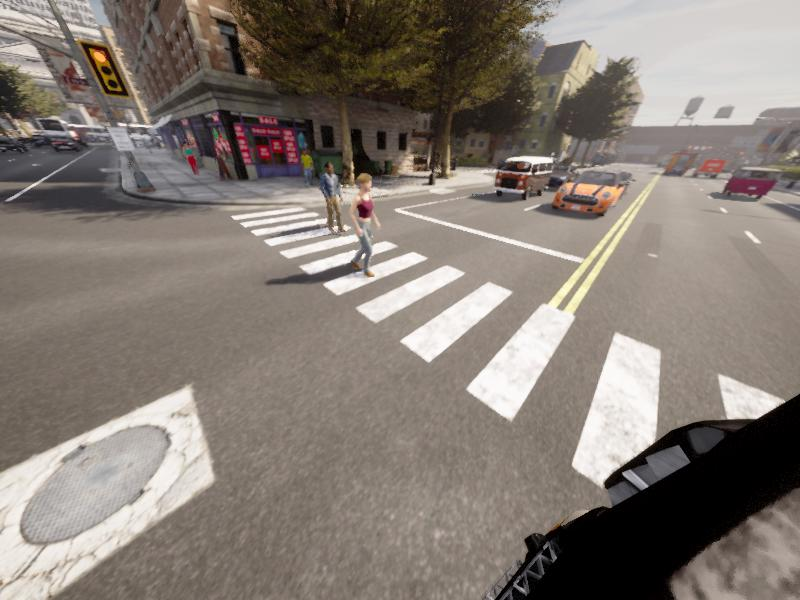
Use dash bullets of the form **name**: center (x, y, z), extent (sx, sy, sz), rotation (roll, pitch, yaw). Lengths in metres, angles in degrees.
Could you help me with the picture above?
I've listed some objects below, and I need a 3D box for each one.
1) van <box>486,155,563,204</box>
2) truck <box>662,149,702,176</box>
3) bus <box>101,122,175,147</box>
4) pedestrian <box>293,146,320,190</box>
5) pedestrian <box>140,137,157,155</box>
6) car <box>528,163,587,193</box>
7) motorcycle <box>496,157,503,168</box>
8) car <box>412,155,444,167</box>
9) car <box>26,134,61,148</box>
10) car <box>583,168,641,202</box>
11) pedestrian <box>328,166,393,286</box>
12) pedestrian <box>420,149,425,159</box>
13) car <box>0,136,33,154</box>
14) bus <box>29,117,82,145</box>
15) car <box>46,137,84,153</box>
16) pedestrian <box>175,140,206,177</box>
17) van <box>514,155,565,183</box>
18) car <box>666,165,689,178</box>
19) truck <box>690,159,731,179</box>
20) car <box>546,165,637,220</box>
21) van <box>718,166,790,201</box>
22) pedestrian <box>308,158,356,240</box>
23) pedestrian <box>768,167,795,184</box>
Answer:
- **van**: center (7.265, -7.114, 13.407), extent (2.069, 2.038, 4.480), rotation (30, 42, 35)
- **truck**: center (50.556, -24.817, 41.650), extent (8.468, 3.827, 2.891), rotation (-27, 44, -37)
- **bus**: center (-61.362, -39.041, 54.841), extent (10.273, 4.253, 3.944), rotation (-17, 38, -27)
- **pedestrian**: center (-4.756, -6.761, 11.863), extent (0.751, 1.860, 0.751), rotation (2, 33, -1)
- **pedestrian**: center (-31.882, -19.529, 29.261), extent (0.751, 1.860, 0.751), rotation (29, 41, 34)
- **car**: center (12.174, -9.484, 17.723), extent (5.027, 1.651, 2.152), rotation (-27, 44, -37)
- **motorcycle**: center (16.245, -22.420, 37.662), extent (0.764, 1.277, 2.356), rotation (2, 32, 17)
- **car**: center (4.233, -21.741, 36.006), extent (1.895, 1.301, 4.718), rotation (-27, 44, -37)
- **car**: center (-57.174, -25.564, 37.130), extent (2.033, 1.649, 4.856), rotation (-27, 44, -37)
- **car**: center (14.148, -7.733, 15.324), extent (1.837, 1.490, 4.892), rotation (30, 43, 35)
- **pedestrian**: center (-0.643, -1.318, 4.192), extent (0.751, 1.860, 0.751), rotation (15, 35, 18)
- **pedestrian**: center (4.942, -32.090, 50.887), extent (0.751, 1.860, 0.751), rotation (30, 42, 34)
- **car**: center (-42.483, -16.819, 25.058), extent (1.837, 1.490, 4.892), rotation (-27, 44, -37)
- **bus**: center (-73.253, -36.103, 49.554), extent (3.944, 4.253, 10.273), rotation (-27, 44, -37)
- **car**: center (-44.000, -20.477, 30.456), extent (2.038, 1.542, 4.974), rotation (-27, 44, -37)
- **pedestrian**: center (-12.855, -8.700, 14.222), extent (0.751, 1.860, 0.751), rotation (-25, 42, -35)
- **van**: center (13.612, -13.141, 23.024), extent (1.775, 1.987, 4.442), rotation (-2, 34, -7)
- **car**: center (44.204, -20.602, 36.887), extent (3.705, 1.549, 1.789), rotation (-27, 44, -37)
- **truck**: center (49.520, -21.020, 37.029), extent (2.627, 2.467, 5.204), rotation (30, 41, 35)
- **car**: center (9.165, -5.271, 10.977), extent (4.553, 1.767, 2.097), rotation (-27, 44, -37)
- **van**: center (26.766, -9.016, 17.720), extent (4.442, 1.987, 1.775), rotation (-27, 44, -37)
- **pedestrian**: center (-1.786, -2.710, 6.218), extent (0.751, 1.860, 0.751), rotation (-26, 43, -36)
- **pedestrian**: center (47.771, -15.583, 28.946), extent (0.751, 1.860, 0.751), rotation (25, 39, 30)
